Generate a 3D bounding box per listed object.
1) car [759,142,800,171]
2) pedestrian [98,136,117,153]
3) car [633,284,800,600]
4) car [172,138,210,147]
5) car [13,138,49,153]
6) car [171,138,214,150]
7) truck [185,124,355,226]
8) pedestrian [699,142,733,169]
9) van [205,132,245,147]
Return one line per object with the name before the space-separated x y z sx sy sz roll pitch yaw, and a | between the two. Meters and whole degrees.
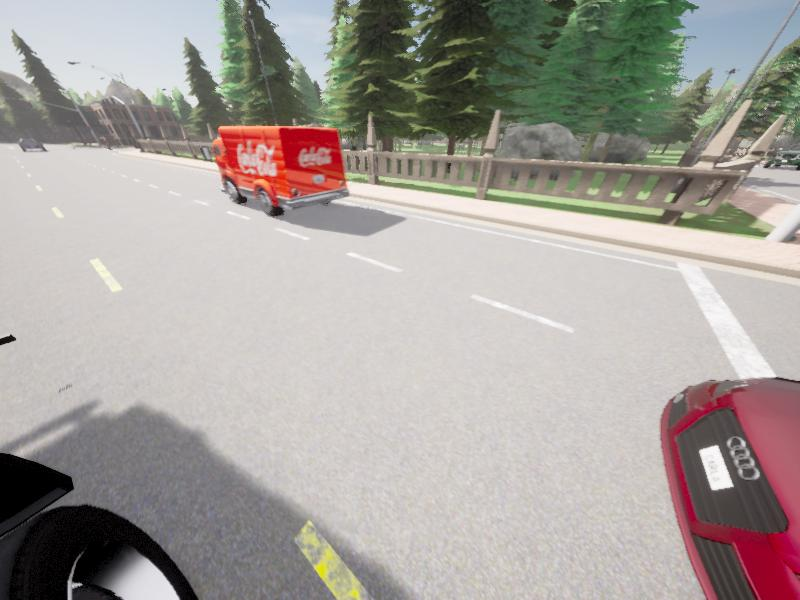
car | 37.069 -13.415 21.502 5.566 2.045 2.150 -14 38 -20
pedestrian | -39.485 -20.995 31.229 0.751 1.860 0.751 23 41 28
car | 3.685 1.618 0.475 4.181 1.385 1.994 22 41 28
car | -43.467 -32.875 48.202 1.801 1.575 5.366 23 41 28
car | -54.586 -22.923 34.136 5.027 1.651 2.152 23 41 28
car | -36.980 -28.010 41.390 1.930 1.638 5.238 18 39 22
truck | -4.586 -4.747 8.372 5.204 2.467 2.627 23 41 28
pedestrian | 26.115 -11.954 19.129 0.751 1.860 0.751 -17 39 -23
van | -37.564 -34.572 49.819 1.988 2.561 5.915 23 41 28
